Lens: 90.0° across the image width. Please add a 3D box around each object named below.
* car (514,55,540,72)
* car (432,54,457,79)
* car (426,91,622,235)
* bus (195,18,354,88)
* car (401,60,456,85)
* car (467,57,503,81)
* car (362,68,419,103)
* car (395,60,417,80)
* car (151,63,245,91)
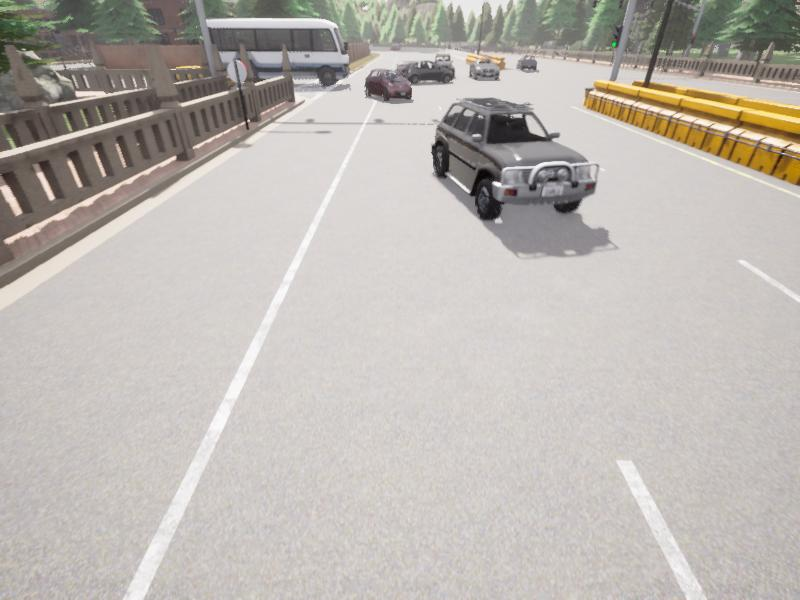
[{"bbox_3d":[14.596,-27.390,46.231,1.845,1.501,3.633,1,33,2],"label":"car"},{"bbox_3d":[4.074,-21.909,37.438,1.905,1.878,3.866,0,33,1],"label":"car"},{"bbox_3d":[2.153,-3.261,8.671,1.932,1.855,4.605,-7,33,-10],"label":"car"},{"bbox_3d":[-8.910,-18.617,30.185,10.273,4.253,3.944,0,33,-1],"label":"bus"},{"bbox_3d":[2.285,-18.435,32.336,3.988,1.617,1.851,-9,34,-13],"label":"car"},{"bbox_3d":[7.555,-20.823,36.009,2.152,1.651,5.027,0,33,1],"label":"car"},{"bbox_3d":[-0.629,-12.588,23.383,1.845,1.501,3.633,-15,36,-23],"label":"car"},{"bbox_3d":[0.574,-21.417,37.159,1.994,1.385,4.181,1,33,1],"label":"car"},{"bbox_3d":[-13.900,-15.497,27.828,5.366,1.575,1.801,0,33,0],"label":"car"}]
